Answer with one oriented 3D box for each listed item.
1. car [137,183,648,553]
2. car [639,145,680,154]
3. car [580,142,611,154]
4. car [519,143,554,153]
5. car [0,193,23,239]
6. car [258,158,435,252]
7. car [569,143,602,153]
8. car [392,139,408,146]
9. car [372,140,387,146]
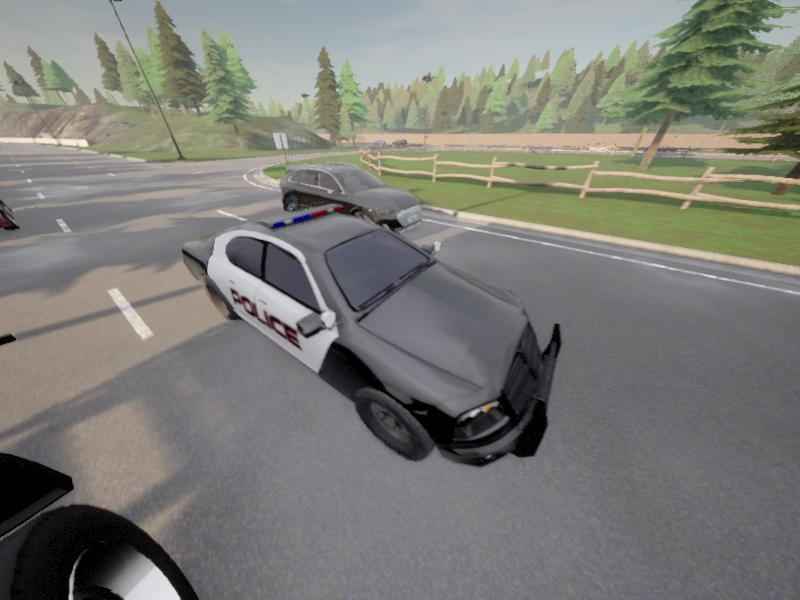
[{"bbox_3d":[-0.760,-0.255,2.937,4.974,1.542,2.038,22,41,28],"label":"car"},{"bbox_3d":[48.137,-28.069,42.973,4.718,1.301,1.895,22,41,28],"label":"car"},{"bbox_3d":[36.111,-28.143,42.725,3.988,1.617,1.851,22,41,28],"label":"car"},{"bbox_3d":[26.438,-29.511,44.774,5.357,1.411,2.033,22,41,28],"label":"car"},{"bbox_3d":[-12.745,-2.607,6.320,4.181,1.385,1.994,22,41,28],"label":"car"},{"bbox_3d":[-1.664,-3.124,6.917,4.856,1.649,2.033,22,41,28],"label":"car"},{"bbox_3d":[36.762,-30.283,45.874,4.792,1.488,2.163,22,41,28],"label":"car"},{"bbox_3d":[0.067,-47.737,70.007,4.605,1.855,1.932,22,41,28],"label":"car"},{"bbox_3d":[-6.622,-50.268,73.912,4.514,1.525,2.007,22,41,28],"label":"car"}]
